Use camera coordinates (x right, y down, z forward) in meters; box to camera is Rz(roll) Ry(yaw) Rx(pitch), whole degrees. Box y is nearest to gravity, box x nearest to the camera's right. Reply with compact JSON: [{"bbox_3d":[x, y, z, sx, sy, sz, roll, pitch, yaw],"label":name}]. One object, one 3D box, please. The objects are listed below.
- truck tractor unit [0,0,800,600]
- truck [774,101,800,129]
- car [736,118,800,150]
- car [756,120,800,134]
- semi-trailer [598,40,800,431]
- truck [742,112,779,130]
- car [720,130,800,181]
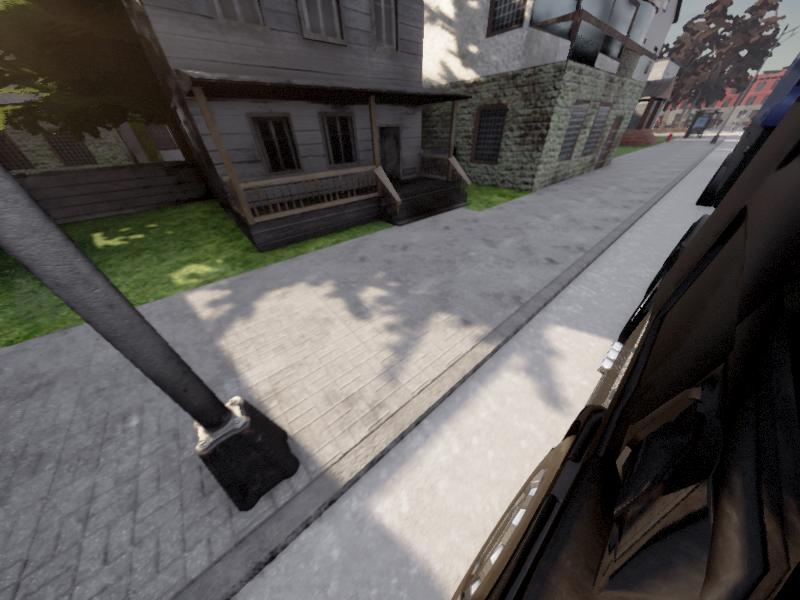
[{"bbox_3d":[2.645,-0.295,0.351,6.516,4.208,3.053,-28,44,-30],"label":"truck tractor unit"},{"bbox_3d":[71.319,-33.110,41.349,8.468,3.827,2.891,-28,44,-30],"label":"truck"},{"bbox_3d":[28.773,-13.064,18.159,4.605,1.855,1.932,-27,43,-31],"label":"car"},{"bbox_3d":[51.822,-23.214,30.964,4.892,1.490,1.837,-3,37,-3],"label":"car"},{"bbox_3d":[8.701,-3.578,4.262,14.254,4.402,2.717,-28,44,-30],"label":"semi-trailer"},{"bbox_3d":[64.798,-32.247,41.667,5.204,2.467,2.627,-28,44,-30],"label":"truck"},{"bbox_3d":[16.978,-6.730,10.530,4.902,1.511,2.128,-28,43,-30],"label":"car"}]
